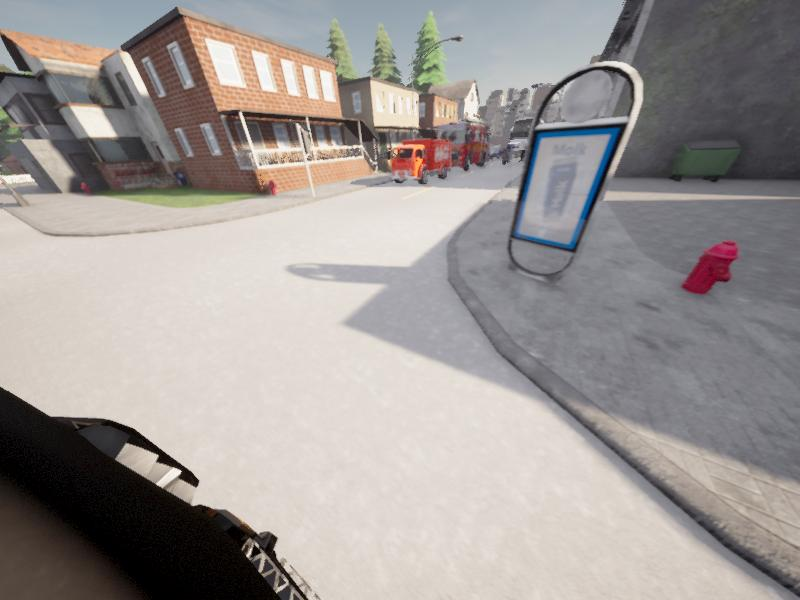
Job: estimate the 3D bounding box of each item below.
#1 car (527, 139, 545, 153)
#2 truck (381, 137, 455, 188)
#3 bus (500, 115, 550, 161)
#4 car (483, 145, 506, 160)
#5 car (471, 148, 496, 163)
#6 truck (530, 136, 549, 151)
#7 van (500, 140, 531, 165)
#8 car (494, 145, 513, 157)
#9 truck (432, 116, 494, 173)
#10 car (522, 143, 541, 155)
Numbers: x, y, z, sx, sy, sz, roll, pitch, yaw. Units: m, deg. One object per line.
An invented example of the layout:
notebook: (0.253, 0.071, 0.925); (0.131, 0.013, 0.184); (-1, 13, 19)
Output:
car: (25.837, -29.284, 43.899); (2.150, 2.045, 5.566); (16, 38, 26)
truck: (1.436, -9.386, 15.652); (2.627, 2.467, 5.204); (17, 38, 28)
bus: (17.053, -21.652, 31.172); (3.944, 4.253, 10.273); (16, 38, 26)
car: (13.949, -21.672, 33.886); (1.882, 1.535, 5.008); (16, 38, 26)
car: (10.677, -18.342, 29.307); (1.994, 1.385, 4.181); (15, 38, 25)
truck: (29.644, -33.162, 49.026); (2.627, 2.467, 5.204); (15, 38, 25)
van: (12.644, -16.158, 25.283); (2.069, 2.038, 4.480); (16, 38, 26)
car: (17.466, -25.163, 38.876); (1.837, 1.490, 4.892); (16, 38, 26)
truck: (6.261, -14.960, 22.375); (2.891, 3.827, 8.468); (17, 38, 27)
car: (22.188, -25.441, 38.899); (2.007, 1.525, 4.514); (16, 38, 26)
